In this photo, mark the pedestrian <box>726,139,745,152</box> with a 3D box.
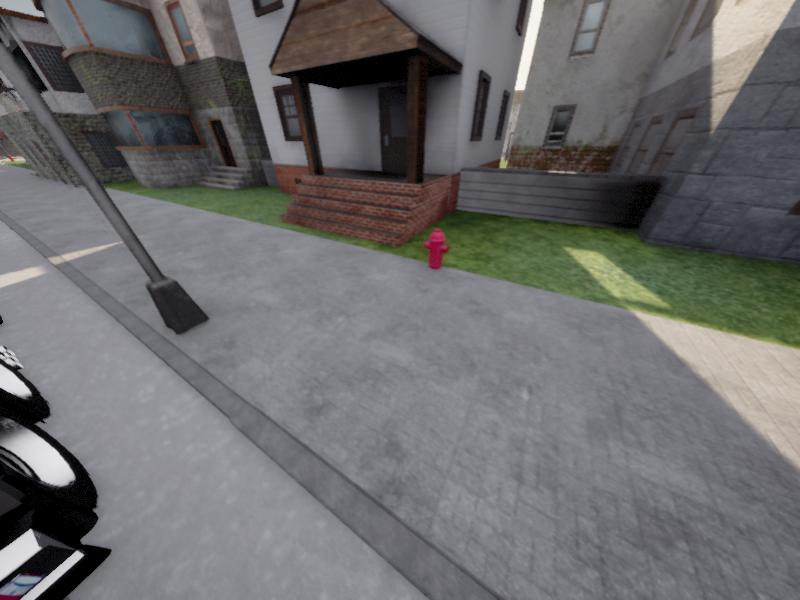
[{"bbox_3d":[55.896,-25.741,38.496,0.751,1.860,0.751,16,38,23],"label":"pedestrian"}]

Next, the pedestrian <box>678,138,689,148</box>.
[{"bbox_3d":[66.636,-36.776,54.214,0.751,1.860,0.751,19,39,25],"label":"pedestrian"}]

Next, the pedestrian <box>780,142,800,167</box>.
[{"bbox_3d":[35.743,-13.041,20.668,0.751,1.860,0.751,13,37,18],"label":"pedestrian"}]

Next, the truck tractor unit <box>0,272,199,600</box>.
[{"bbox_3d":[-5.131,-0.280,0.755,6.516,4.208,3.053,18,39,23],"label":"truck tractor unit"}]

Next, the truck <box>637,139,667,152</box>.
[{"bbox_3d":[52.649,-32.375,48.440,2.390,2.098,6.274,18,39,24],"label":"truck"}]

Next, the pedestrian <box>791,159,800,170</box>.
[{"bbox_3d":[32.952,-11.451,18.416,0.751,1.860,0.751,18,39,25],"label":"pedestrian"}]

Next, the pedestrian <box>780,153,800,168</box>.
[{"bbox_3d":[33.531,-11.930,19.762,0.500,1.100,0.500,26,43,33],"label":"pedestrian"}]

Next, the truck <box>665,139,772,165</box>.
[{"bbox_3d":[33.299,-15.863,24.574,2.390,2.098,6.274,-27,43,-33],"label":"truck"}]
